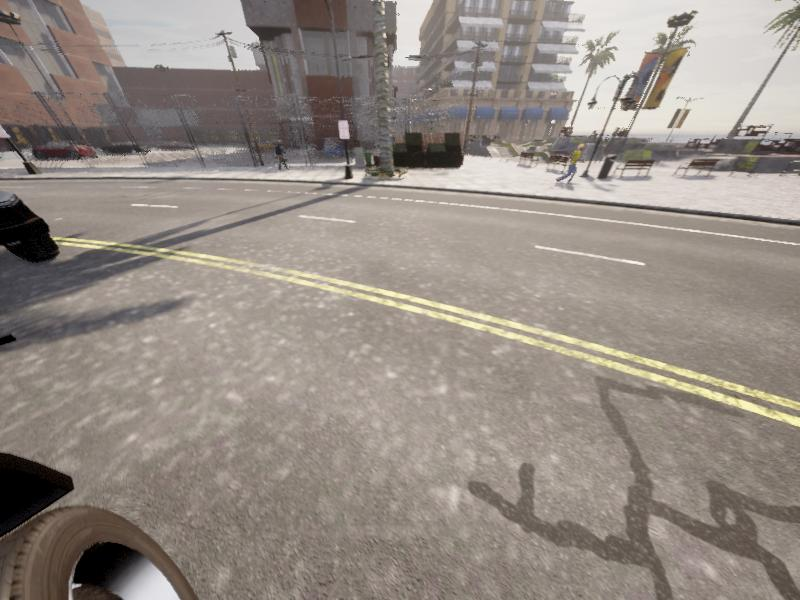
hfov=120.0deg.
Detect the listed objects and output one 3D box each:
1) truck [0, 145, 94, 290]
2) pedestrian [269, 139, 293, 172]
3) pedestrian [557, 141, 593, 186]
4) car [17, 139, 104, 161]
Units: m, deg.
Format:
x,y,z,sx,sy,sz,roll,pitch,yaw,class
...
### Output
x,y,z,sx,sy,sz,roll,pitch,yaw,class
-10.159,-1.362,3.937,6.274,2.098,2.390,4,35,5,truck
-8.168,-9.934,15.892,0.751,1.860,0.751,4,36,5,pedestrian
8.683,-6.801,11.557,0.751,1.860,0.751,17,39,22,pedestrian
-34.906,-15.605,23.946,4.553,1.767,2.185,-4,36,-5,car
